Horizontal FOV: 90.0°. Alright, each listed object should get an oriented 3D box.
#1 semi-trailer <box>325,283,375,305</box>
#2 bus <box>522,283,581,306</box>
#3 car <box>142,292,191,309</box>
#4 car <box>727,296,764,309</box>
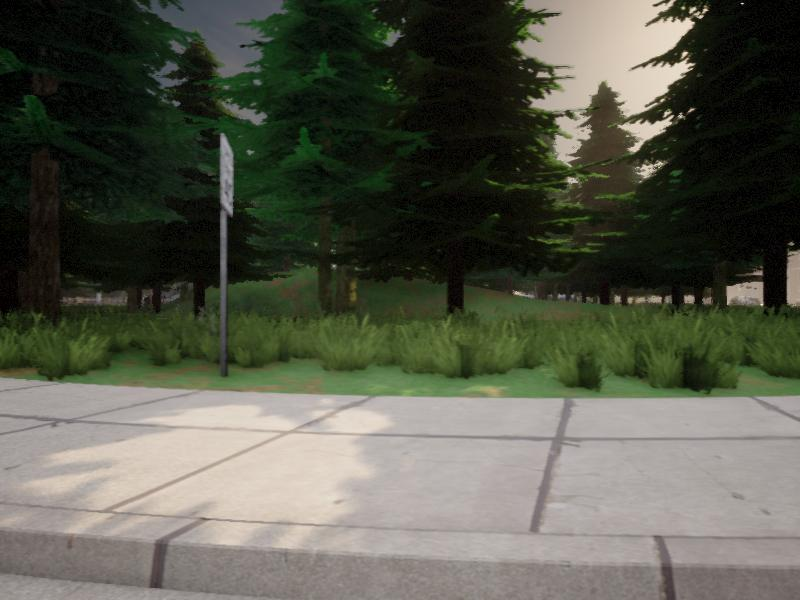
[{"bbox_3d":[-10.268,-1.144,85.399,2.717,4.402,14.254,0,0,29],"label":"semi-trailer"},{"bbox_3d":[28.849,-1.028,76.321,10.273,4.253,3.944,0,0,27],"label":"bus"},{"bbox_3d":[-26.876,0.093,46.275,1.932,1.855,4.605,0,0,27],"label":"car"},{"bbox_3d":[41.542,0.292,48.271,2.128,1.511,4.902,0,0,26],"label":"car"}]
